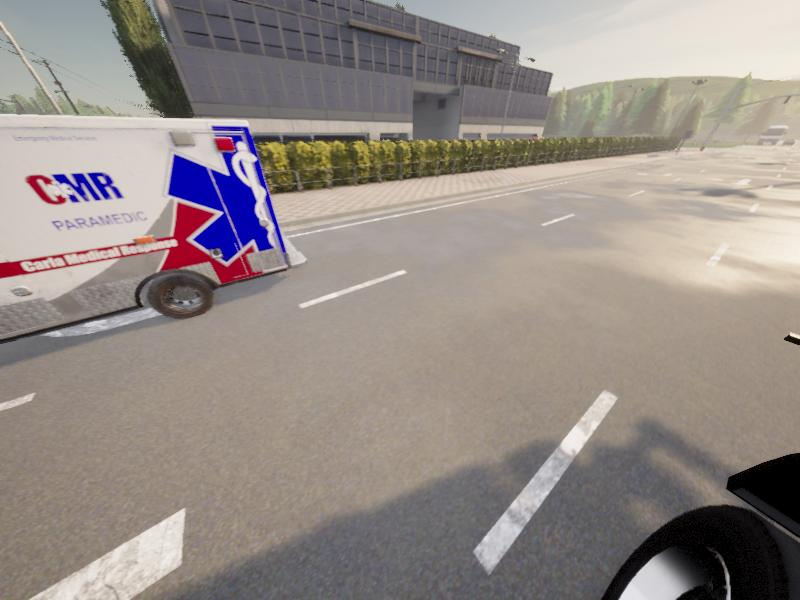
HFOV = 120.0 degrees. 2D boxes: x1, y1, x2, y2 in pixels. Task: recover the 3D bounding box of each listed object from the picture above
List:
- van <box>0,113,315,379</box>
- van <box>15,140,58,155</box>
[{"bbox_3d":[-4.893,-0.795,2.961,6.366,2.431,2.351,-22,41,-28],"label":"van"},{"bbox_3d":[-62.674,-26.367,39.967,2.069,2.038,4.480,-21,40,-27],"label":"van"}]
